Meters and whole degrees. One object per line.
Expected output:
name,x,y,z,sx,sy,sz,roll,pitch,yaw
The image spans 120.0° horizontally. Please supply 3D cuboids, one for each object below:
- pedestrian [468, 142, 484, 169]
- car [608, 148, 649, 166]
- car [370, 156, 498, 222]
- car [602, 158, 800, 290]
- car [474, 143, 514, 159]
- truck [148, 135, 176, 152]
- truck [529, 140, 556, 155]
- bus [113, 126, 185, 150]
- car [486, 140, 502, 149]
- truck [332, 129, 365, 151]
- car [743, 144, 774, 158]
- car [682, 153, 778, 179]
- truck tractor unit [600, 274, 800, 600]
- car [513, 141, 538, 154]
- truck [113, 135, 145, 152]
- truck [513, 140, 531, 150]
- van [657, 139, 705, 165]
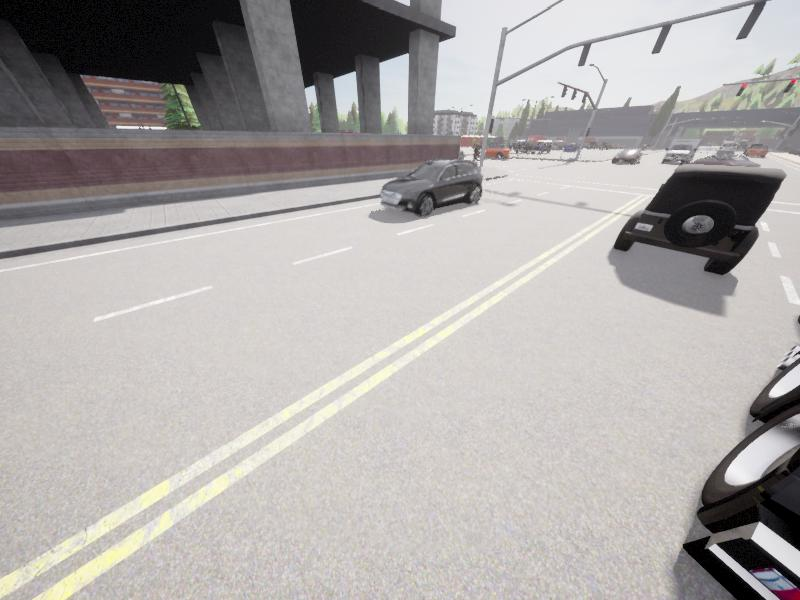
pedestrian,6.295,-11.976,19.180,0.751,1.860,0.751,25,42,31
car,26.190,-16.457,26.476,4.792,1.488,2.163,-25,42,-33
car,1.466,-4.614,9.191,4.856,1.649,2.033,-26,43,-32
car,6.879,-2.075,5.368,3.866,1.878,1.905,-26,43,-32
car,13.237,-21.202,32.821,2.097,1.767,4.553,-27,43,-34
truck,-44.267,-29.202,43.018,2.615,2.467,5.204,-26,42,-32
truck,25.030,-26.861,40.617,4.478,2.038,2.069,-26,42,-32
bus,-57.577,-37.593,53.644,10.273,4.253,3.944,-25,42,-32
car,26.890,-44.527,66.115,4.605,1.855,1.932,-26,42,-32
truck,-11.412,-35.490,51.312,2.891,3.827,8.468,-26,43,-32
car,60.650,-25.263,39.149,4.553,1.767,2.097,-26,43,-32
car,25.571,-10.631,18.196,1.994,1.385,4.181,6,35,9
truck tractor unit,5.128,-0.283,0.757,6.516,4.208,3.053,-18,39,-23
car,23.113,-28.033,42.446,4.605,1.855,1.932,-26,42,-32
truck,-47.563,-27.625,40.730,2.615,2.467,5.204,-26,42,-32
truck,32.224,-41.005,60.949,4.478,2.038,2.069,-26,42,-32
van,33.627,-17.782,27.639,6.366,2.431,2.351,-26,43,-32
